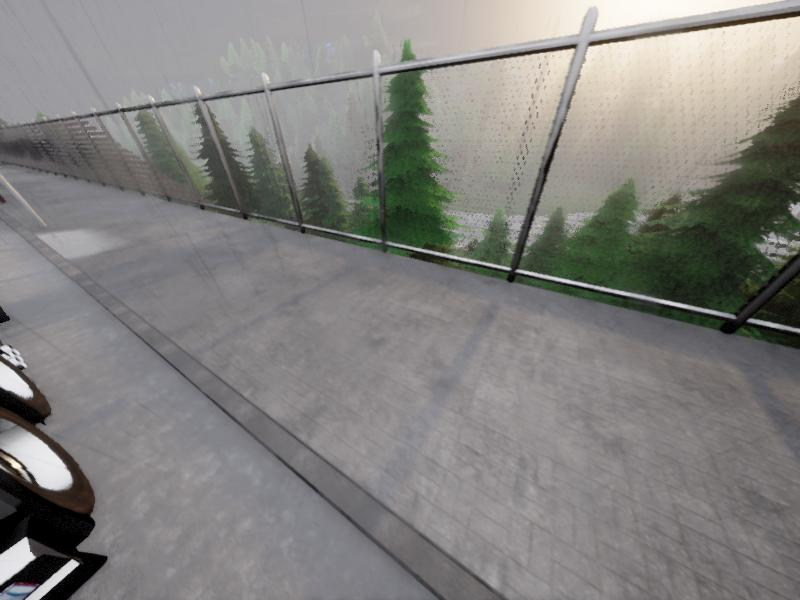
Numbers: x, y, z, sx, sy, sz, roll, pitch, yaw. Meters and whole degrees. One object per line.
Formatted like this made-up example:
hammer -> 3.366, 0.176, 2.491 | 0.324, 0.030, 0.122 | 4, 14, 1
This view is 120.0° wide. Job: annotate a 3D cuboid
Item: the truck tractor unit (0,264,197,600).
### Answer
truck tractor unit -> -5.112, -0.300, 0.781 | 6.516, 4.208, 3.053 | 18, 39, 24
